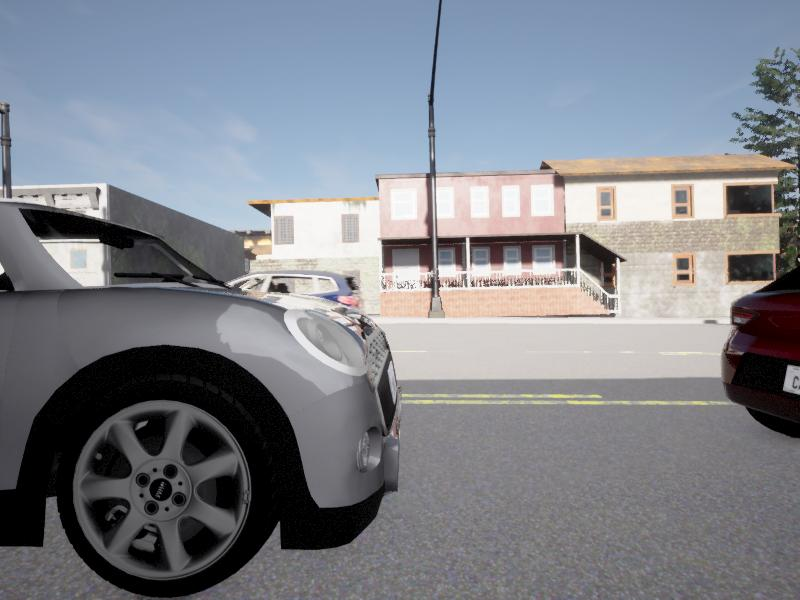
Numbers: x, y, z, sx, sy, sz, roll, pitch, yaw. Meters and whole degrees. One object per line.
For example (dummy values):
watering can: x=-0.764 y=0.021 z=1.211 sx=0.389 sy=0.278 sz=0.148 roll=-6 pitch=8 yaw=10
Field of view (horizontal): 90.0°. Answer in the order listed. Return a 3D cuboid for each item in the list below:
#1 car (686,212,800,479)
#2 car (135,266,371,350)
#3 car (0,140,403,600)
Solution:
car: x=4.307 y=0.260 z=2.168 sx=4.193 sy=1.474 sz=1.816 roll=0 pitch=0 yaw=1
car: x=-3.075 y=0.167 z=9.245 sx=4.611 sy=1.667 sz=2.242 roll=0 pitch=0 yaw=1
car: x=-1.899 y=0.258 z=2.237 sx=3.806 sy=1.475 sz=1.970 roll=0 pitch=0 yaw=1
